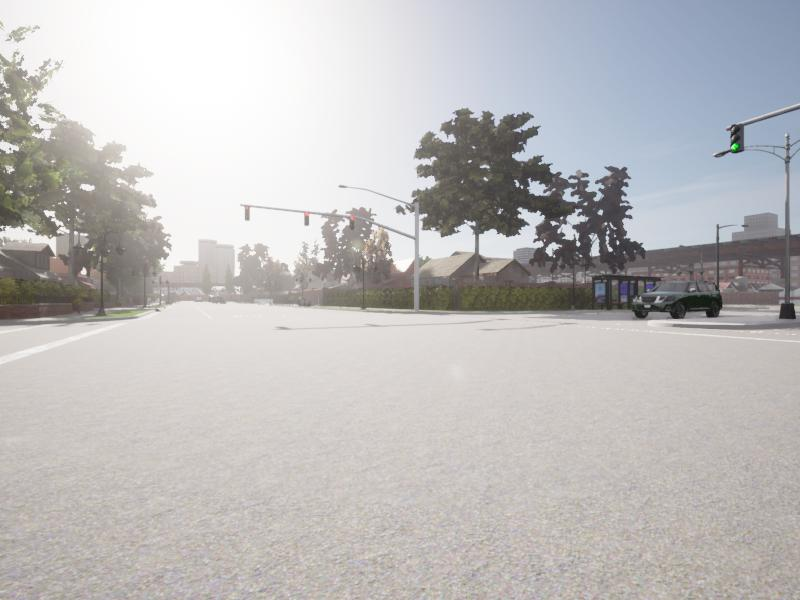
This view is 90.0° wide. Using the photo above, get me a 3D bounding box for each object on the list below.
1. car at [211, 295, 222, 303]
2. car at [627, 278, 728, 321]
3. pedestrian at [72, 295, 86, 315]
[{"bbox_3d":[-47.367,-0.225,103.329,2.150,2.045,5.566,0,0,-28],"label":"car"},{"bbox_3d":[14.975,-0.032,21.537,5.566,2.045,2.150,0,0,-28],"label":"car"},{"bbox_3d":[-17.666,0.272,22.004,0.500,1.100,0.500,0,0,-27],"label":"pedestrian"}]
